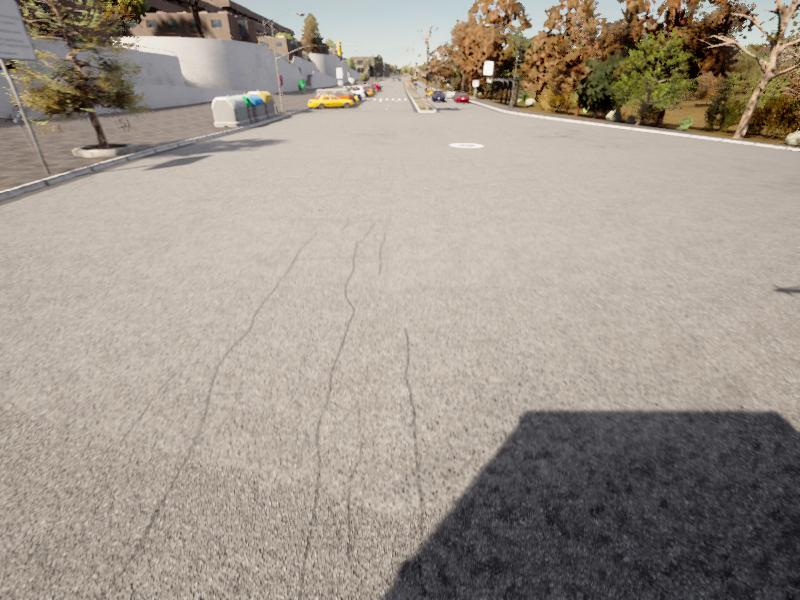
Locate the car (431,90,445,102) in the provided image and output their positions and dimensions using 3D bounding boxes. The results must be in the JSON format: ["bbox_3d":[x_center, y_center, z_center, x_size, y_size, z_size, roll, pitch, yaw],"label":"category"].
[{"bbox_3d":[5.789,-31.243,61.272,1.816,1.474,4.193,0,29,0],"label":"car"}]

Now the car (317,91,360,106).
[{"bbox_3d":[-8.275,-27.134,53.792,5.366,1.575,1.946,-11,31,-17],"label":"car"}]

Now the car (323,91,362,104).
[{"bbox_3d":[-8.096,-28.608,56.459,4.892,1.521,2.231,-11,31,-17],"label":"car"}]

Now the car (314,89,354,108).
[{"bbox_3d":[-7.992,-24.493,48.560,4.442,1.987,1.878,-11,30,-17],"label":"car"}]

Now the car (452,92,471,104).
[{"bbox_3d":[8.793,-29.200,57.685,1.994,1.385,4.181,0,29,0],"label":"car"}]

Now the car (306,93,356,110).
[{"bbox_3d":[-7.924,-22.864,46.079,5.366,1.575,1.946,-11,30,-17],"label":"car"}]

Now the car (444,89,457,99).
[{"bbox_3d":[8.779,-35.863,69.621,1.845,1.501,3.633,0,29,0],"label":"car"}]

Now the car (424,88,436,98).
[{"bbox_3d":[5.768,-39.706,76.636,1.882,1.535,5.008,0,29,0],"label":"car"}]

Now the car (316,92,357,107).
[{"bbox_3d":[-8.126,-25.687,51.244,4.792,1.488,2.163,-11,31,-17],"label":"car"}]

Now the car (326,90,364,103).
[{"bbox_3d":[-8.110,-30.053,59.071,5.008,1.535,2.097,-11,30,-17],"label":"car"}]

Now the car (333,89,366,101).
[{"bbox_3d":[-8.117,-32.933,64.296,4.892,1.521,2.231,-11,30,-17],"label":"car"}]

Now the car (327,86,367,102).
[{"bbox_3d":[-8.135,-31.706,61.545,5.566,2.045,2.435,-11,31,-17],"label":"car"}]
